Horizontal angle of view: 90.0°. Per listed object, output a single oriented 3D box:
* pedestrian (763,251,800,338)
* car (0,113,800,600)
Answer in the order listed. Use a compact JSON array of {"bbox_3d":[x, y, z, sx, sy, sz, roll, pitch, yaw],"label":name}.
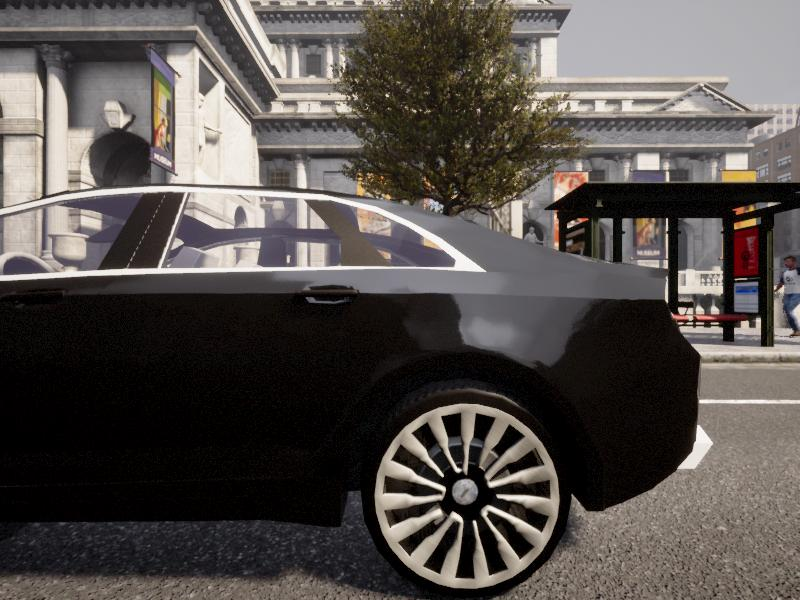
[{"bbox_3d":[8.737,-0.115,8.844,0.751,1.860,0.751,0,0,0],"label":"pedestrian"},{"bbox_3d":[-1.169,0.236,2.211,4.902,1.511,2.128,0,0,1],"label":"car"}]
